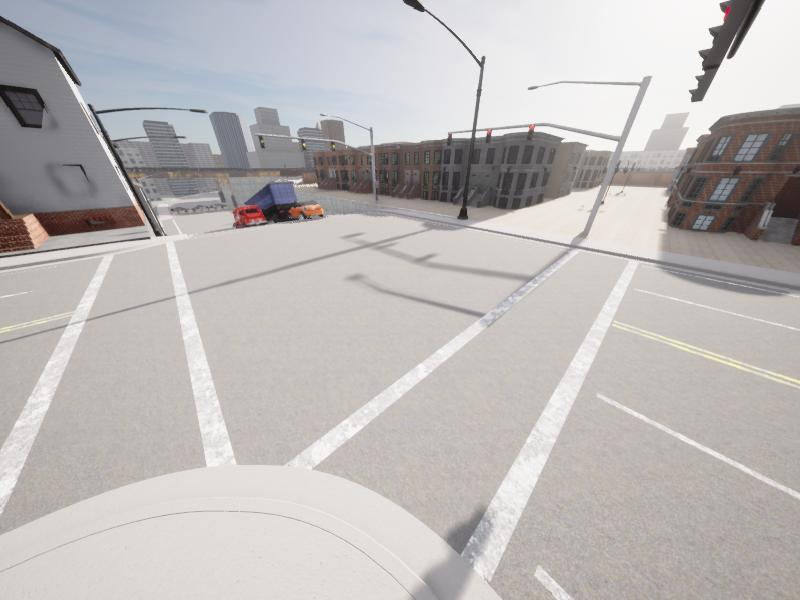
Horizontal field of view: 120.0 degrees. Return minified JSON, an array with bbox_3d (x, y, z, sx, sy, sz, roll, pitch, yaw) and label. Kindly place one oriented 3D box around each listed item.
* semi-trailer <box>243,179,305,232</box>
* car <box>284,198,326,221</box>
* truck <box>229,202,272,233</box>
[{"bbox_3d":[-17.586,-12.254,31.264,2.717,4.402,14.254,-27,26,-36],"label":"semi-trailer"},{"bbox_3d":[-9.814,-9.248,23.771,2.097,1.767,4.553,-26,29,-37],"label":"car"},{"bbox_3d":[-17.447,-9.513,26.844,2.627,2.467,5.204,-27,26,-37],"label":"truck"}]
